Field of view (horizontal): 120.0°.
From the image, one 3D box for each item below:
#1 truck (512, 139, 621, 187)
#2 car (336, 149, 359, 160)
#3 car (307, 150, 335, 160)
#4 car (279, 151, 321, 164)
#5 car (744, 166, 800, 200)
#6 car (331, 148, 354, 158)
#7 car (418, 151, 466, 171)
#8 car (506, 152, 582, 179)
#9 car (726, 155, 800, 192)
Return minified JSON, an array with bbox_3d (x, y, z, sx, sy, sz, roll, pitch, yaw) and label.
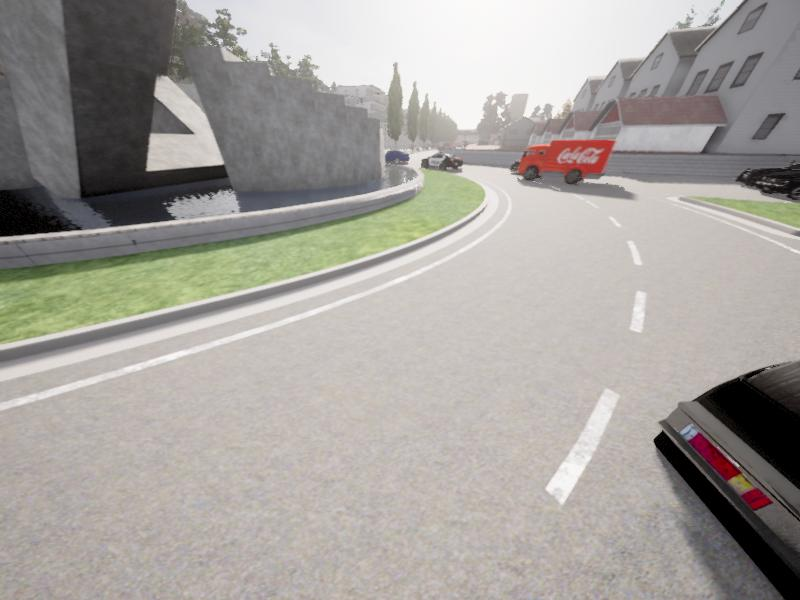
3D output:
[{"bbox_3d":[11.199,-9.572,15.978,5.204,2.467,2.627,27,43,34],"label":"truck"},{"bbox_3d":[-9.224,-25.728,40.733,1.812,1.442,4.674,10,35,14],"label":"car"},{"bbox_3d":[-13.422,-24.875,39.624,1.895,1.301,4.718,13,36,19],"label":"car"},{"bbox_3d":[-13.666,-19.660,31.819,4.674,1.442,1.812,-1,34,-2],"label":"car"},{"bbox_3d":[20.967,-5.504,11.010,4.718,1.301,1.895,14,37,20],"label":"car"},{"bbox_3d":[-11.155,-28.898,45.325,2.038,1.542,4.974,9,35,14],"label":"car"},{"bbox_3d":[4.284,-14.809,24.538,2.038,1.542,4.974,-21,39,-27],"label":"car"},{"bbox_3d":[12.018,-11.580,19.684,2.033,1.649,4.856,-26,42,-32],"label":"car"},{"bbox_3d":[23.427,-7.163,13.134,5.238,1.638,1.930,14,37,19],"label":"car"}]
